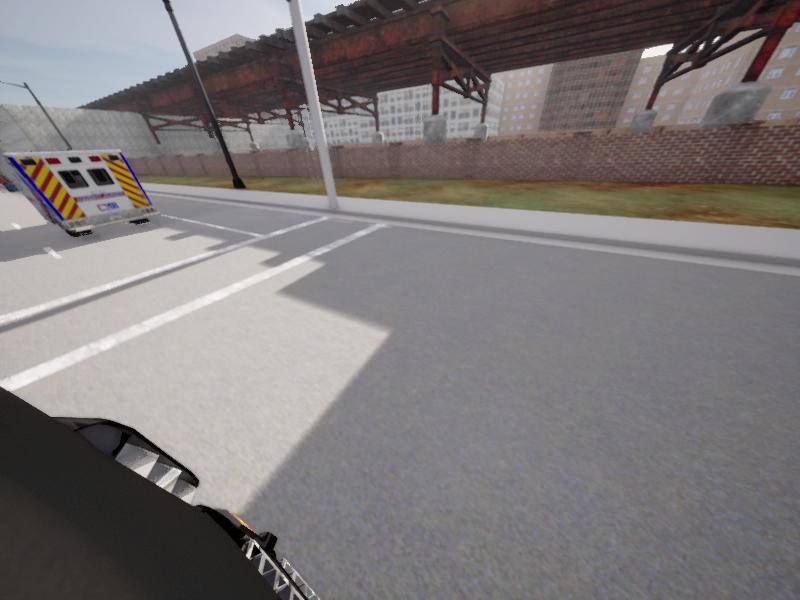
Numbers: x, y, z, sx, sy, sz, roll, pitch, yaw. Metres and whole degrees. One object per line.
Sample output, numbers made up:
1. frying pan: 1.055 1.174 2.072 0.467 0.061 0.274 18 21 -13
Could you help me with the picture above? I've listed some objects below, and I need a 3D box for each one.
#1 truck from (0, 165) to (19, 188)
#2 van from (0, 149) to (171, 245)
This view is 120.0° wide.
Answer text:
1. truck: -50.204 -15.540 27.446 8.468 3.827 2.891 16 38 26
2. van: -12.200 -4.091 8.737 6.366 2.431 2.351 16 38 26
